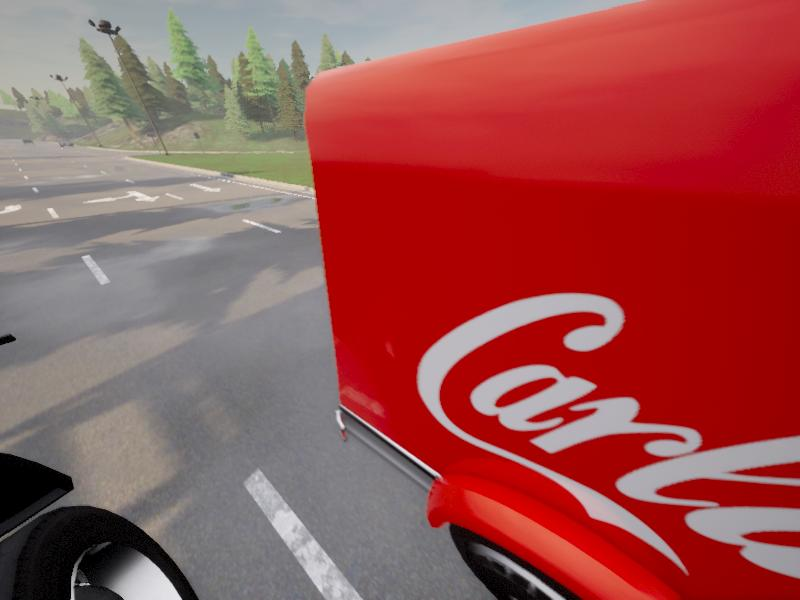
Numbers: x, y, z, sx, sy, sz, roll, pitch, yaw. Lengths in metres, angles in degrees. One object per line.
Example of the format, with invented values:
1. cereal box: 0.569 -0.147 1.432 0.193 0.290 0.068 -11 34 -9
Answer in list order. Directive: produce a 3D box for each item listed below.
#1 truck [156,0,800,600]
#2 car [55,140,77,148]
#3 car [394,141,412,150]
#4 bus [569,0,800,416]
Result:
1. truck: 2.332 0.626 0.898 5.204 2.467 2.627 22 41 28
2. car: -77.877 -36.455 53.823 4.902 1.511 2.128 22 41 28
3. car: 0.742 -36.756 54.938 2.152 1.651 5.027 19 39 24
4. bus: 7.714 -0.460 0.938 10.273 4.253 3.944 22 41 28
